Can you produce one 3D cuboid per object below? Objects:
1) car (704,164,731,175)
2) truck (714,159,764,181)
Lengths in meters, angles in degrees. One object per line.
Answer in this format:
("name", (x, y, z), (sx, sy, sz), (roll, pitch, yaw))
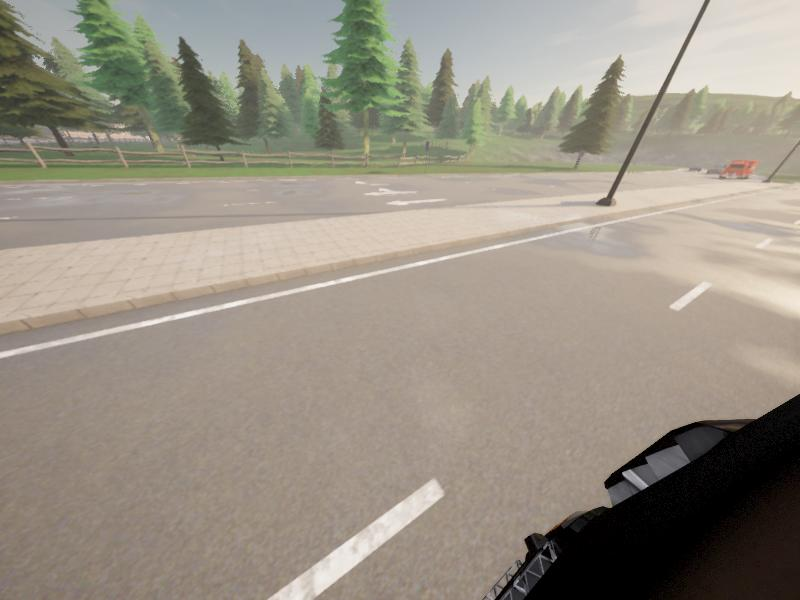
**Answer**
("car", (60.780, -24.992, 44.172), (4.553, 1.767, 2.097), (-19, 39, -30))
("truck", (50.411, -19.409, 34.394), (5.204, 2.467, 2.627), (-16, 38, -24))
